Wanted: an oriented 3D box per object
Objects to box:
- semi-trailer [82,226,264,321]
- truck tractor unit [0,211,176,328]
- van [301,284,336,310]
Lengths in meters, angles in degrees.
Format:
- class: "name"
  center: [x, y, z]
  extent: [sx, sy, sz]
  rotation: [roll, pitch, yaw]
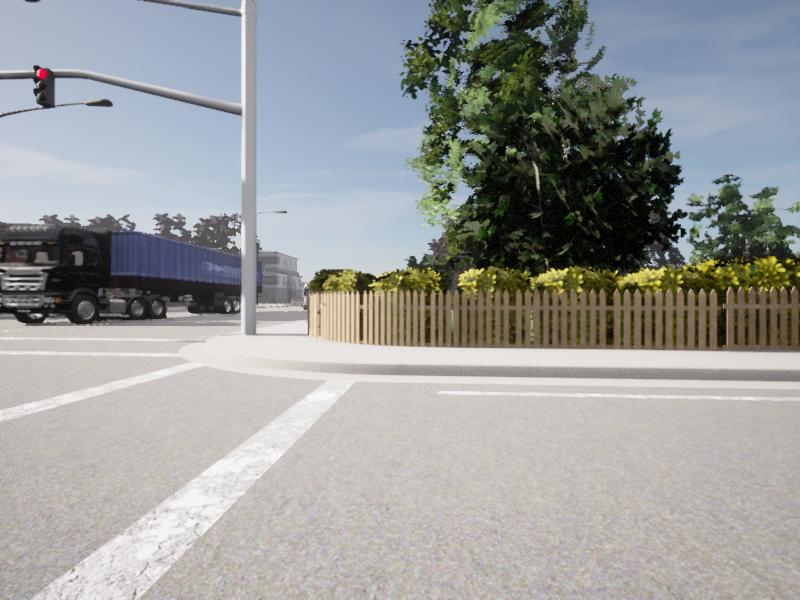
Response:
- class: "semi-trailer"
  center: [-12.937, -1.251, 25.637]
  extent: [2.717, 4.402, 14.254]
  rotation: [0, 0, 4]
- class: "truck tractor unit"
  center: [-13.474, -1.119, 17.735]
  extent: [3.053, 4.208, 6.516]
  rotation: [0, 0, 4]
- class: "van"
  center: [-8.249, -0.287, 41.093]
  extent: [1.988, 2.561, 5.915]
  rotation: [0, 0, 4]
